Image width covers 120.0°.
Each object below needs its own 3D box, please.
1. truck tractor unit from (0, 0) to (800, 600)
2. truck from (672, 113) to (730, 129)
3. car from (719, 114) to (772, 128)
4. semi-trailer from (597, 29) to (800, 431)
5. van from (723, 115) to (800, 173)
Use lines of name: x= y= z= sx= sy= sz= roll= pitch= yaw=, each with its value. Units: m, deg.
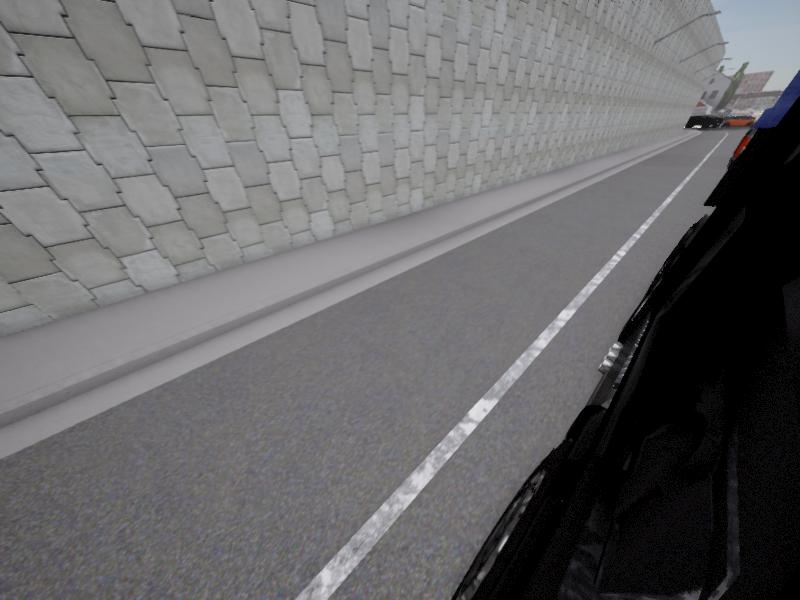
truck tractor unit: x=2.645 y=-0.295 z=0.351 sx=6.516 sy=4.208 sz=3.053 roll=-28 pitch=44 yaw=-30
truck: x=56.314 y=-33.530 z=43.471 sx=2.390 sy=2.098 sz=6.274 roll=-6 pitch=37 yaw=-5
car: x=60.484 y=-31.400 z=40.599 sx=2.097 sy=1.767 sz=4.553 roll=-13 pitch=38 yaw=-14
semi-trailer: x=8.775 y=-3.541 z=4.167 sx=14.254 sy=4.402 sz=2.717 roll=-27 pitch=43 yaw=-29
van: x=17.876 y=-7.645 z=11.159 sx=4.442 sy=1.987 sz=1.775 roll=-28 pitch=44 yaw=-30
